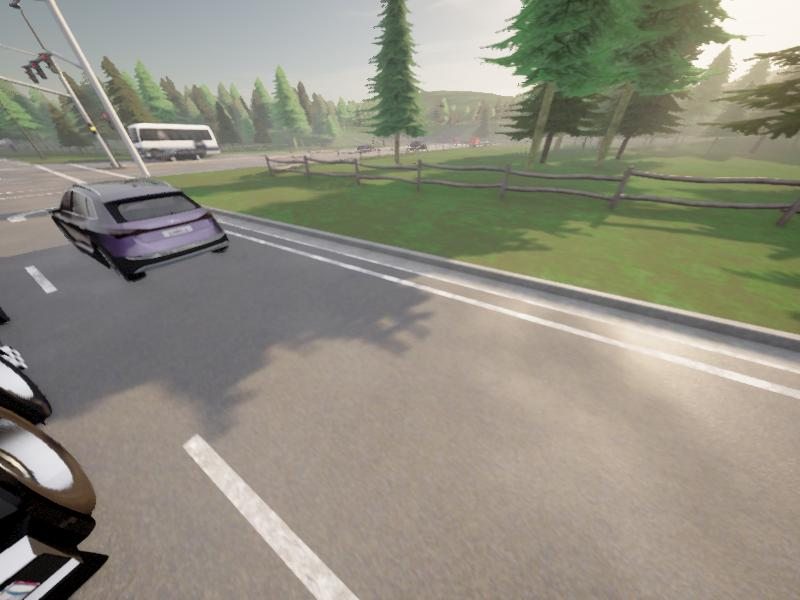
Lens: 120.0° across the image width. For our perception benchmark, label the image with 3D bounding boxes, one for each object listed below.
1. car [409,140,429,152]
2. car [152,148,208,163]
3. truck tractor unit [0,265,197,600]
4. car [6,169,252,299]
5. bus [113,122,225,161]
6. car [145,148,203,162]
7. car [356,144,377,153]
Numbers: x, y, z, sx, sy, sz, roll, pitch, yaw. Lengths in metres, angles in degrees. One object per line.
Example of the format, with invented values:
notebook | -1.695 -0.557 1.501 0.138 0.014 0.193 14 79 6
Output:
car | 4.428 -35.890 53.737 2.150 2.045 5.566 19 39 25
car | -28.907 -19.239 30.612 1.837 1.490 4.892 17 39 24
truck tractor unit | -5.118 -0.292 0.783 6.516 4.208 3.053 18 39 24
car | -6.149 -1.875 5.333 4.856 1.649 2.033 18 39 24
bus | -33.574 -23.642 34.570 3.944 4.253 10.273 17 39 24
car | -31.630 -20.502 32.540 2.033 1.411 5.357 17 39 24
car | -6.992 -32.347 49.237 1.837 1.490 4.892 18 39 24
